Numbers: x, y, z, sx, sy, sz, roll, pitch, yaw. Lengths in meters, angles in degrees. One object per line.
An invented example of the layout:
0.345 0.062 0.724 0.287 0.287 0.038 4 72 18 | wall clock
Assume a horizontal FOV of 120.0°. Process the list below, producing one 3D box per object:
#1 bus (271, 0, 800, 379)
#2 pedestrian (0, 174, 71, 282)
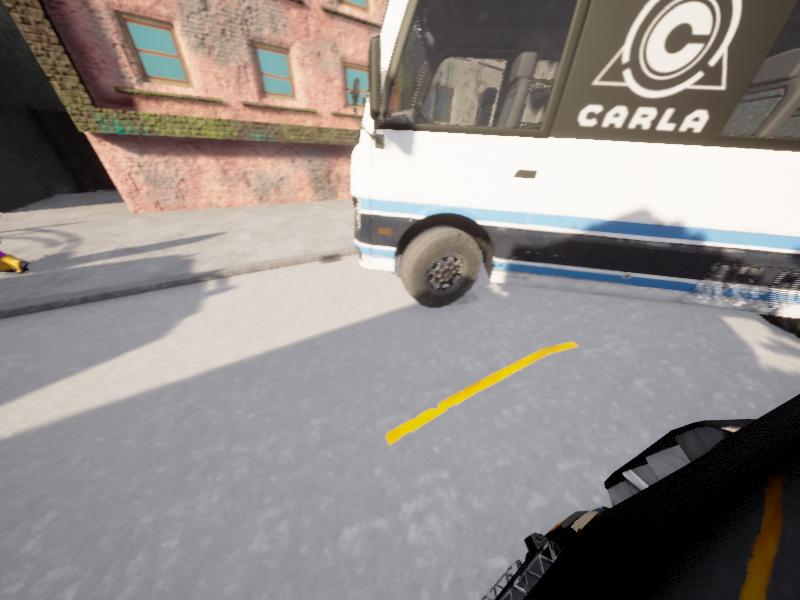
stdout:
4.312 -1.985 3.423 10.273 4.253 3.944 7 33 6 | bus
-6.353 -1.258 3.390 0.751 1.860 0.751 -1 34 -6 | pedestrian
